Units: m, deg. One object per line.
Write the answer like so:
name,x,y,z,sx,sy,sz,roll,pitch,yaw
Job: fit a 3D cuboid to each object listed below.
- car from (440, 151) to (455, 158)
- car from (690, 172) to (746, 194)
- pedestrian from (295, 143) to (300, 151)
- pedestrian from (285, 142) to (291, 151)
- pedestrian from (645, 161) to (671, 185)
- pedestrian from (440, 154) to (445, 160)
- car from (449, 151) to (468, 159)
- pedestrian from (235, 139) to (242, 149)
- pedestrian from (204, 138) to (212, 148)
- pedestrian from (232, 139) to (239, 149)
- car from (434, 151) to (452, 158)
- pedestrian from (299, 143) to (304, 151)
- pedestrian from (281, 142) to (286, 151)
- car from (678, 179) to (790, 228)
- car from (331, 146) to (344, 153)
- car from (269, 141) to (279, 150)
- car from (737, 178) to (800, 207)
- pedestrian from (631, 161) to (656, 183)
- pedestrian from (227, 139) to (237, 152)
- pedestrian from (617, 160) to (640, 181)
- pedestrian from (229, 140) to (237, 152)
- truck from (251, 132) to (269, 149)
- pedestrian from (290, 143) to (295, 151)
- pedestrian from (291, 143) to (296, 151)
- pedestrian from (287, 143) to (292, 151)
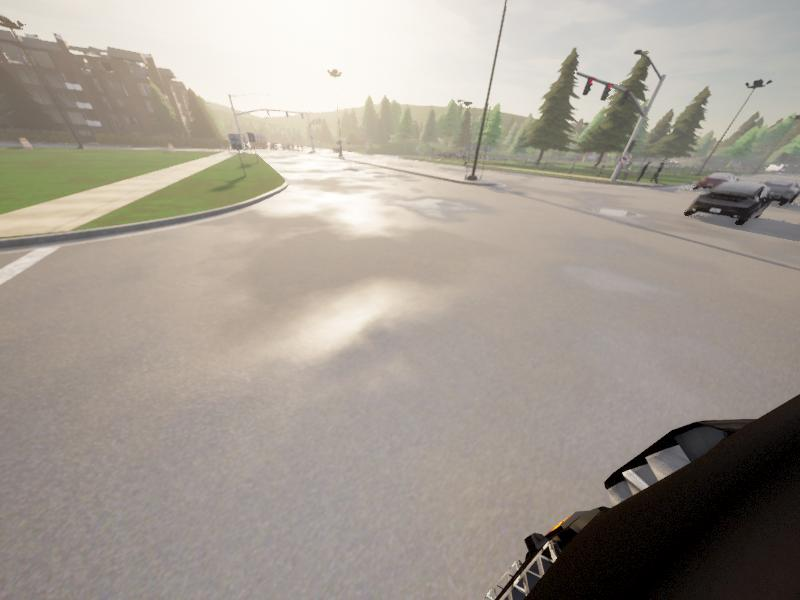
car,14.054,-43.319,68.901,3.988,1.617,1.851,-16,38,-26
car,28.475,-10.542,20.662,4.674,1.442,1.812,-16,38,-26
pedestrian,-27.606,-41.215,62.275,0.751,1.860,0.751,-21,40,-32
pedestrian,-29.523,-40.417,60.930,0.751,1.860,0.751,-21,41,-32
pedestrian,24.604,-12.126,22.064,0.751,1.860,0.751,18,37,22
pedestrian,8.935,-30.004,48.523,0.500,1.100,0.500,-13,37,-23
car,16.927,-41.948,66.944,4.856,1.649,2.033,-16,38,-26
pedestrian,-38.936,-37.583,55.680,0.751,1.860,0.751,-9,35,-17
pedestrian,-44.275,-36.272,53.305,0.751,1.860,0.751,-18,39,-28
pedestrian,-37.526,-35.475,52.609,0.751,1.860,0.751,-14,37,-24
car,13.450,-45.299,72.012,5.027,1.651,2.152,-16,38,-26
pedestrian,-26.760,-41.714,62.964,0.751,1.860,0.751,-17,38,-27
pedestrian,-30.880,-40.553,61.034,0.751,1.860,0.751,-14,37,-24
car,15.482,-4.614,10.713,4.892,1.490,1.837,-16,38,-26
car,-18.095,-43.293,66.361,1.930,1.638,5.238,-16,38,-26
car,-37.709,-46.237,69.124,1.905,1.878,3.866,-16,38,-26
car,26.259,-7.641,16.192,4.181,1.385,1.994,-16,38,-26
pedestrian,24.135,-12.708,22.905,0.751,1.860,0.751,-13,37,-23
pedestrian,-29.604,-27.203,40.735,0.751,1.860,0.751,-7,35,-15
pedestrian,23.466,-13.326,23.787,0.751,1.860,0.751,-12,36,-21
pedestrian,-31.876,-29.347,44.073,0.751,1.860,0.751,-17,39,-28
truck,-40.862,-46.344,67.281,2.891,3.827,8.468,-16,38,-26
pedestrian,-29.194,-41.511,62.603,0.751,1.860,0.751,-18,39,-29
pedestrian,-28.401,-40.902,61.745,0.751,1.860,0.751,-21,40,-31
pedestrian,-29.498,-40.835,61.561,0.751,1.860,0.751,-16,38,-26
